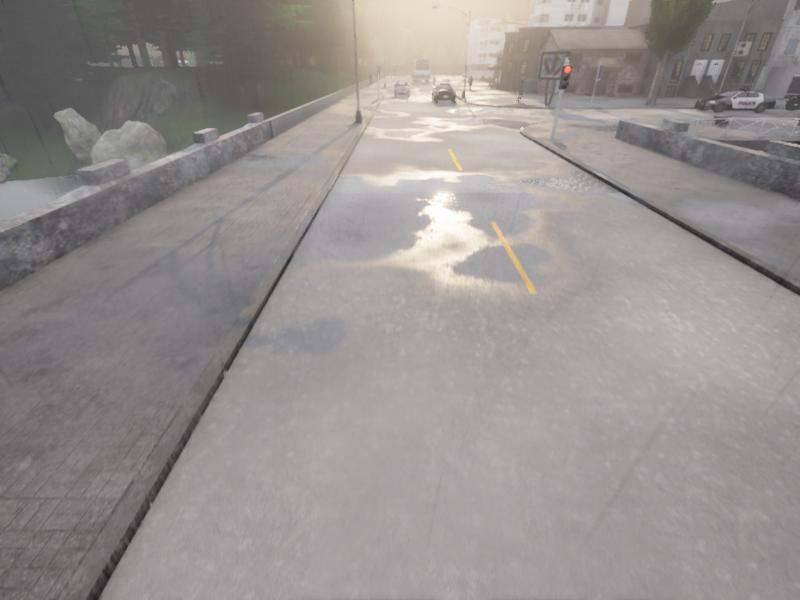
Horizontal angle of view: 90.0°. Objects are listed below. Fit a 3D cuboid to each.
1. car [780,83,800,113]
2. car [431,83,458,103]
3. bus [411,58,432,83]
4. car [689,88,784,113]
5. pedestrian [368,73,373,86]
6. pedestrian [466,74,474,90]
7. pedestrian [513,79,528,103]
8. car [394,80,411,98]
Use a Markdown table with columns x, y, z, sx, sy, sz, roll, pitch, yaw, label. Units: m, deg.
| x | y | z | sx | sy | sz | roll | pitch | yaw | label |
| --- | --- | --- | --- | --- | --- | --- | --- | --- | --- |
| 31.547 | -15.106 | 29.894 | 3.866 | 1.878 | 1.905 | 0 | 30 | 0 | car |
| 4.242 | -20.194 | 38.938 | 2.038 | 1.542 | 4.974 | 0 | 30 | 0 | car |
| 4.343 | -47.754 | 83.281 | 3.944 | 4.253 | 10.273 | 0 | 30 | 0 | bus |
| 25.049 | -14.949 | 29.984 | 4.974 | 1.542 | 2.038 | 0 | 30 | 1 | car |
| -4.869 | -36.621 | 66.400 | 0.751 | 1.860 | 0.751 | 0 | 30 | 1 | pedestrian |
| 9.582 | -29.667 | 54.528 | 0.751 | 1.860 | 0.751 | -2 | 30 | -3 | pedestrian |
| 10.711 | -18.504 | 35.457 | 0.751 | 1.860 | 0.751 | 23 | 38 | 34 | pedestrian |
| 0.223 | -23.802 | 45.024 | 1.851 | 1.617 | 3.988 | 0 | 30 | 0 | car |
